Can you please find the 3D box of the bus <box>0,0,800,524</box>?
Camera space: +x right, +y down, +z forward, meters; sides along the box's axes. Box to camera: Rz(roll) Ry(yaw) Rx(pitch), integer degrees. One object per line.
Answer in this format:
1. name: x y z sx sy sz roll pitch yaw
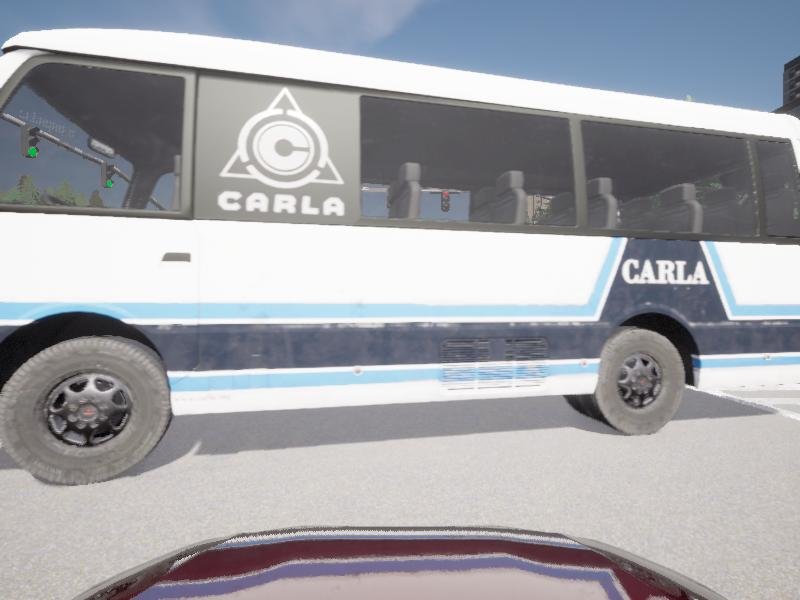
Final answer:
1. bus: 0.399 -0.534 5.514 10.273 4.253 3.944 0 -1 -12
